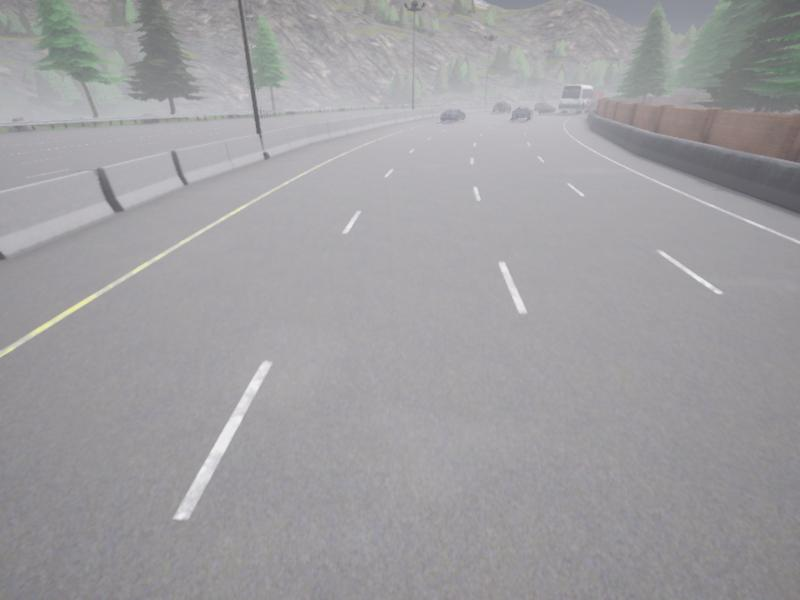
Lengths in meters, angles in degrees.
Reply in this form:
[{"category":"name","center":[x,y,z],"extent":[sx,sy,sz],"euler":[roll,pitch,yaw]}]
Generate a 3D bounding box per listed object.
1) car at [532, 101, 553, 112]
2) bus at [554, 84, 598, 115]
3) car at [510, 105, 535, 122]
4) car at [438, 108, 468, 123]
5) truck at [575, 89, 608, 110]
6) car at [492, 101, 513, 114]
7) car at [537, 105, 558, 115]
[{"category":"car","center":[26.561,-36.097,74.629],"extent":[2.033,1.649,4.856],"euler":[18,32,31]},{"category":"bus","center":[29.638,-33.669,67.121],"extent":[3.944,4.253,10.273],"euler":[17,32,30]},{"category":"car","center":[15.367,-23.318,49.912],"extent":[2.152,1.651,5.027],"euler":[11,29,20]},{"category":"car","center":[6.346,-21.816,47.198],"extent":[2.033,1.411,5.357],"euler":[11,29,20]},{"category":"truck","center":[40.967,-42.877,85.437],"extent":[2.891,3.827,8.468],"euler":[23,35,37]},{"category":"car","center":[17.195,-32.427,67.230],"extent":[1.932,1.855,4.605],"euler":[15,31,26]},{"category":"car","center":[24.364,-31.408,65.932],"extent":[1.895,1.301,4.718],"euler":[16,31,28]}]
